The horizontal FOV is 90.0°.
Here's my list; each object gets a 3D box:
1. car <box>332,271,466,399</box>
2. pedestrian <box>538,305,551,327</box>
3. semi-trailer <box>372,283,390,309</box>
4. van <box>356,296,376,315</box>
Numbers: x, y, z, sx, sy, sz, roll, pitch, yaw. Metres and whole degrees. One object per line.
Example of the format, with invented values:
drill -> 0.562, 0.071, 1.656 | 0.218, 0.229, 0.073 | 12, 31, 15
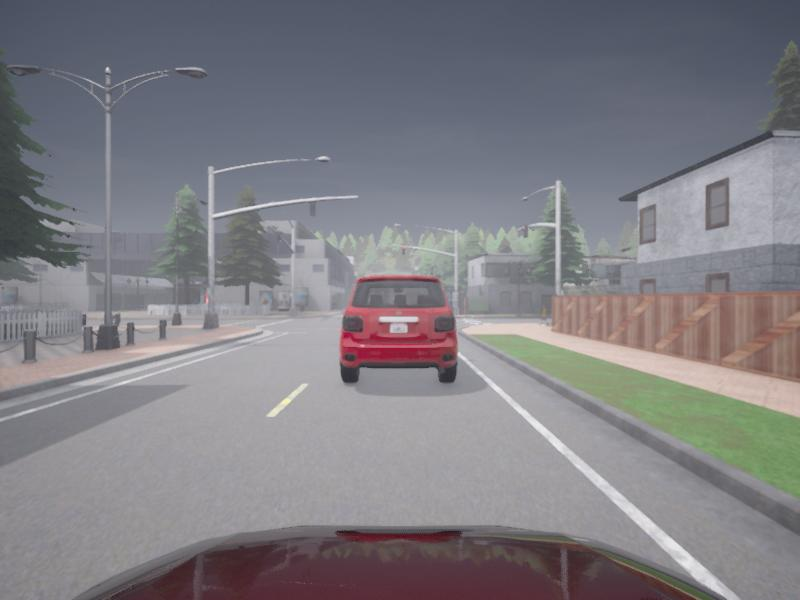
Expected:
car -> -0.029, 0.559, 9.195 | 2.150, 2.045, 5.566 | 0, 0, 0
pedestrian -> 7.532, 0.829, 20.823 | 0.500, 1.100, 0.500 | 0, 0, 2
semi-trailer -> -3.448, -0.697, 76.071 | 2.717, 4.402, 14.254 | 0, 0, 1
van -> -3.632, 0.553, 43.670 | 1.775, 1.987, 4.442 | 0, 0, 0
